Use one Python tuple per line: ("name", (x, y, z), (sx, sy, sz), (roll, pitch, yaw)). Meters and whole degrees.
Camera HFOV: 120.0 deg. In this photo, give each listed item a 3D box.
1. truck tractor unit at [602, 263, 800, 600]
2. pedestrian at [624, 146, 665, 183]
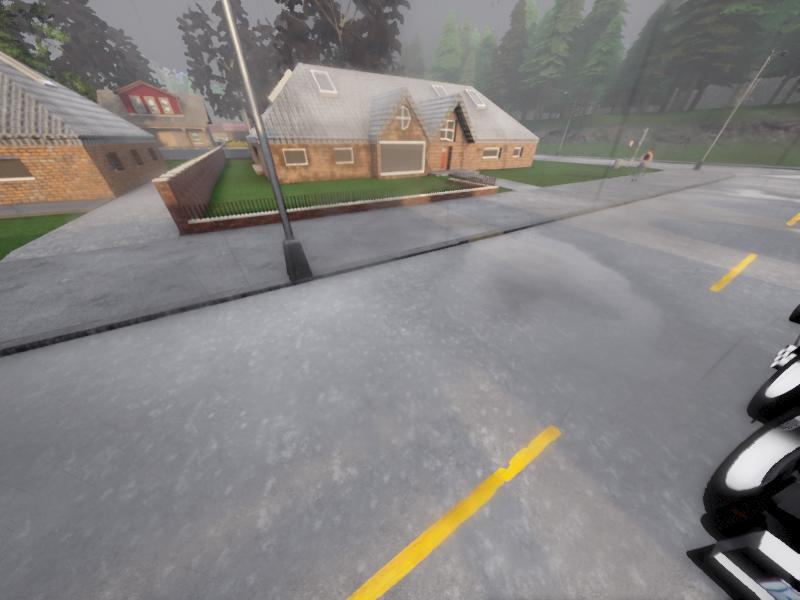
("truck tractor unit", (5.110, -0.301, 0.788), (6.516, 4.208, 3.053), (-18, 39, -24))
("pedestrian", (14.730, -8.160, 13.958), (0.751, 1.860, 0.751), (-14, 37, -19))
